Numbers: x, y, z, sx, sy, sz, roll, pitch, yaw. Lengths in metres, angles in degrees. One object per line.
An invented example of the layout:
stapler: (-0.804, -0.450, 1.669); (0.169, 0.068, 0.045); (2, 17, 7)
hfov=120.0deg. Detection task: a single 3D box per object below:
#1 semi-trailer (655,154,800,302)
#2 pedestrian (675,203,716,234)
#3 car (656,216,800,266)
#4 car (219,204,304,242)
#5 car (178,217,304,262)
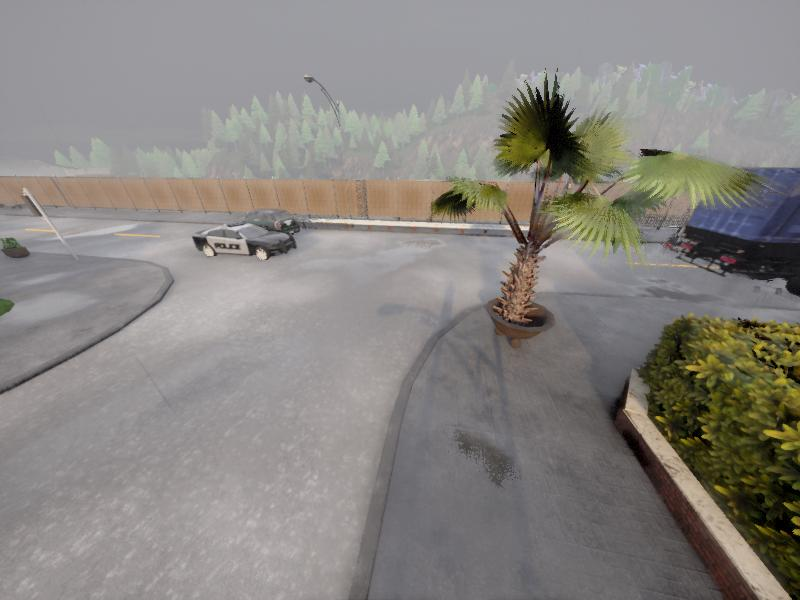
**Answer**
semi-trailer: (18.661, -2.098, 7.425); (14.254, 4.402, 2.717); (5, 30, 9)
pedestrian: (19.985, -5.542, 15.693); (0.751, 1.860, 0.751); (4, 30, 7)
car: (17.011, -3.122, 11.824); (4.553, 1.767, 2.097); (5, 30, 9)
car: (-9.245, -5.314, 15.622); (4.553, 1.767, 2.097); (10, 32, 17)
car: (-8.202, -3.262, 12.221); (5.238, 1.638, 1.930); (5, 30, 9)
